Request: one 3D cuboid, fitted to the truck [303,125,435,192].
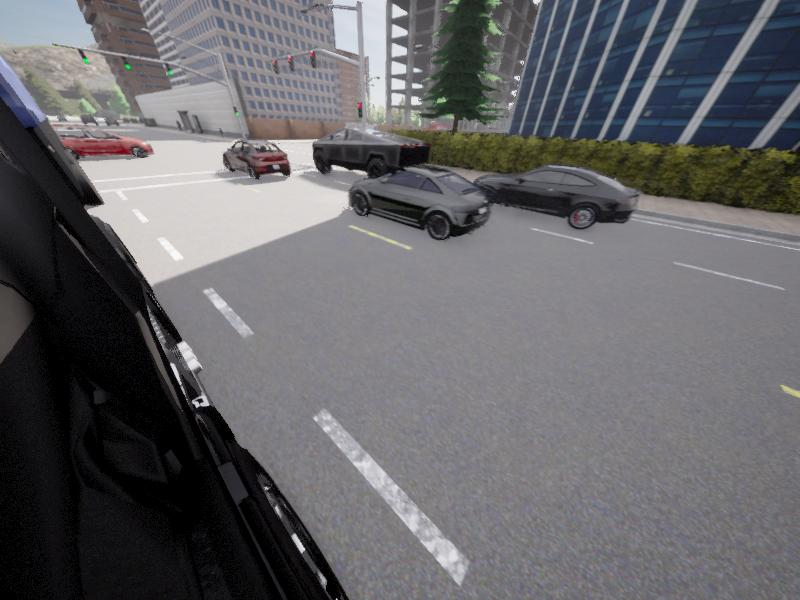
[{"bbox_3d":[-1.710,-7.155,11.344,6.274,2.098,2.390,28,44,30],"label":"truck"}]

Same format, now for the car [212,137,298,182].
[{"bbox_3d":[-7.203,-7.069,11.443,4.193,1.474,1.816,28,44,30],"label":"car"}]

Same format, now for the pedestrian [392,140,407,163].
[{"bbox_3d":[-0.049,-10.395,16.142,0.751,1.300,0.751,24,42,26],"label":"pedestrian"}]

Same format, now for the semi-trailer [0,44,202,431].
[{"bbox_3d":[-8.698,-3.596,4.241,14.254,4.402,2.717,28,44,30],"label":"semi-trailer"}]

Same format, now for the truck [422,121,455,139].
[{"bbox_3d":[10.593,-47.842,65.099,8.468,3.827,2.891,28,44,30],"label":"truck"}]

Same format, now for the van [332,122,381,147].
[{"bbox_3d":[-5.530,-21.852,30.591,2.351,2.431,6.366,28,44,30],"label":"van"}]

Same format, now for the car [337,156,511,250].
[{"bbox_3d":[0.449,-2.965,6.474,4.181,1.385,1.994,28,44,30],"label":"car"}]

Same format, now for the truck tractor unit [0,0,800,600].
[{"bbox_3d":[-2.645,-0.295,0.351,6.516,4.208,3.053,28,44,30],"label":"truck tractor unit"}]

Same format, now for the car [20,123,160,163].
[{"bbox_3d":[-18.281,-9.536,13.972,2.242,1.667,4.611,28,44,30],"label":"car"}]

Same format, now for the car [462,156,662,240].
[{"bbox_3d":[4.655,-3.498,7.366,4.674,1.442,1.812,28,44,30],"label":"car"}]
